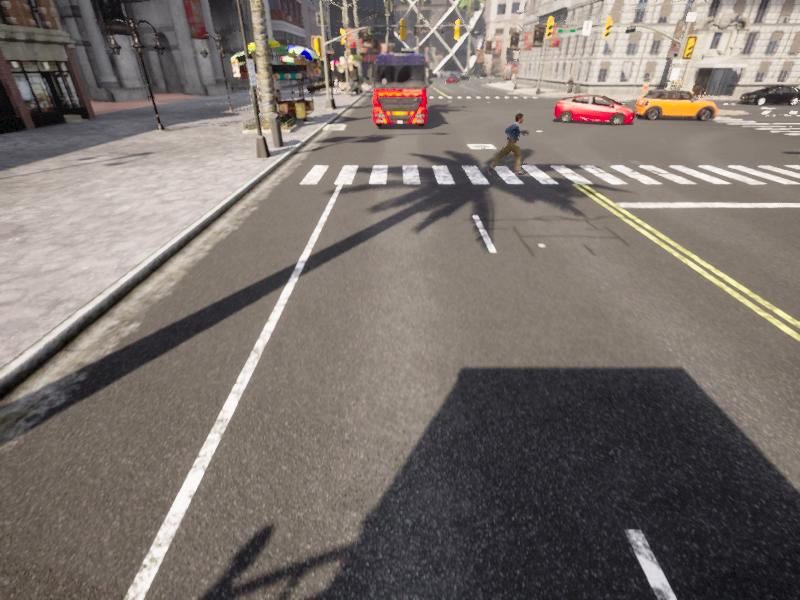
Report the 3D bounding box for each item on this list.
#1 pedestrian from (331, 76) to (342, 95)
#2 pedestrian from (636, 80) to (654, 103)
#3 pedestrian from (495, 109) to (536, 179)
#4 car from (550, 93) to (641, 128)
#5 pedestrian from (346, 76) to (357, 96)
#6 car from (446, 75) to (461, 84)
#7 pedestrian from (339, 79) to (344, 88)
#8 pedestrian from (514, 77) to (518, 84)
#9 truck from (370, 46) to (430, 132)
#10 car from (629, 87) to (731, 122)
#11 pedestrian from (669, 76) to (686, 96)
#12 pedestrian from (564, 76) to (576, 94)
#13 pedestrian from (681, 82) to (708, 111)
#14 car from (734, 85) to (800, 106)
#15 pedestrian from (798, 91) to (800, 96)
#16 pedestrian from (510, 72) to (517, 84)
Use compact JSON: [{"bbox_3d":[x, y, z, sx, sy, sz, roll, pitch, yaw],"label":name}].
[{"bbox_3d":[-7.251,-24.494,45.583,0.751,1.860,0.751,20,36,30],"label":"pedestrian"},{"bbox_3d":[22.777,-19.448,37.276,0.751,1.860,0.751,3,30,5],"label":"pedestrian"},{"bbox_3d":[3.479,-4.739,12.179,0.751,1.860,0.751,-2,30,-3],"label":"pedestrian"},{"bbox_3d":[11.632,-11.405,23.931,4.514,1.525,2.007,15,34,24],"label":"car"},{"bbox_3d":[-5.335,-23.491,43.871,0.751,1.860,0.751,18,35,27],"label":"pedestrian"},{"bbox_3d":[10.721,-44.139,79.935,1.994,1.385,4.181,11,32,18],"label":"car"},{"bbox_3d":[-8.662,-31.980,59.107,0.500,1.100,0.500,0,30,0],"label":"pedestrian"},{"bbox_3d":[20.387,-38.580,70.368,0.500,1.100,0.500,1,30,2],"label":"pedestrian"},{"bbox_3d":[-0.004,-12.722,23.905,2.891,3.827,8.468,0,30,0],"label":"truck"},{"bbox_3d":[17.665,-12.502,25.538,4.553,1.767,2.097,4,31,8],"label":"car"},{"bbox_3d":[30.316,-23.379,43.681,0.751,1.860,0.751,1,30,1],"label":"pedestrian"},{"bbox_3d":[19.374,-24.491,45.578,0.751,1.860,0.751,0,30,0],"label":"pedestrian"},{"bbox_3d":[21.243,-14.673,28.842,0.751,1.860,0.751,-5,31,-9],"label":"pedestrian"},{"bbox_3d":[32.780,-18.001,35.216,4.892,1.490,1.837,0,30,0],"label":"car"},{"bbox_3d":[43.258,-22.599,42.350,0.751,1.860,0.751,-2,30,-4],"label":"pedestrian"},{"bbox_3d":[19.850,-38.771,69.943,0.751,1.860,0.751,-15,33,-23],"label":"pedestrian"}]
